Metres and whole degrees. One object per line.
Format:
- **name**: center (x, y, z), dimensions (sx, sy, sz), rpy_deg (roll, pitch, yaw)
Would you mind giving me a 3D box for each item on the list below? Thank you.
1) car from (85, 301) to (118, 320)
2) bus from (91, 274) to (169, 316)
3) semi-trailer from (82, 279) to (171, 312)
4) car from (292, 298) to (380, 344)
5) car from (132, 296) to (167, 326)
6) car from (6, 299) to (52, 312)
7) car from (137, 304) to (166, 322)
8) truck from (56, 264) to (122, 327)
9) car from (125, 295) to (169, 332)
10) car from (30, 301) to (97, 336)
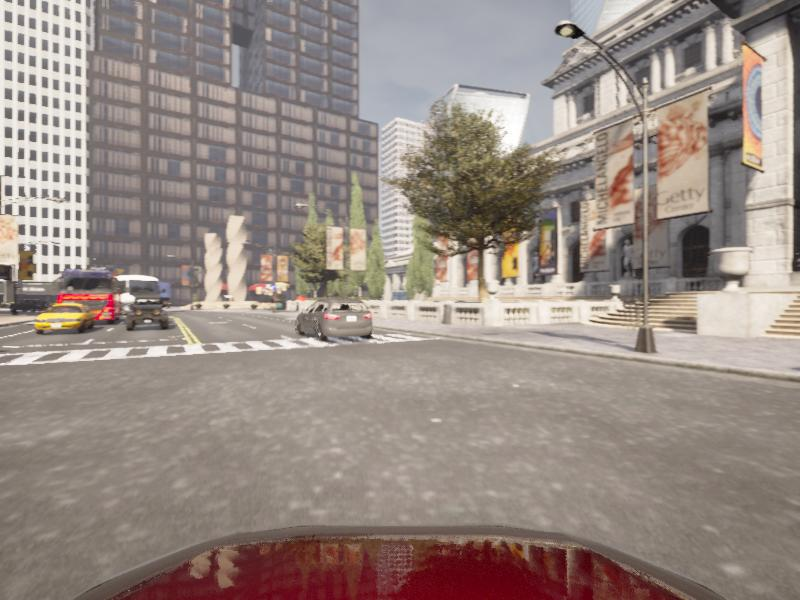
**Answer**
- **car**: center (-26.706, 0.883, 35.732), dimensions (2.038, 1.542, 4.974), rpy_deg (0, 0, -40)
- **bus**: center (-30.188, -0.467, 44.490), dimensions (10.273, 4.253, 3.944), rpy_deg (0, 0, 36)
- **semi-trailer**: center (-38.466, -0.546, 56.050), dimensions (14.254, 4.402, 2.717), rpy_deg (0, -1, 21)
- **car**: center (-2.895, 0.765, 17.062), dimensions (2.242, 1.667, 4.611), rpy_deg (0, 0, -29)
- **car**: center (-17.161, 0.683, 27.521), dimensions (1.905, 1.878, 3.866), rpy_deg (0, 0, -31)
- **car**: center (-51.616, 0.760, 55.698), dimensions (4.605, 1.855, 1.932), rpy_deg (0, 0, 3)
- **car**: center (-20.469, 0.988, 32.901), dimensions (1.895, 1.301, 4.718), rpy_deg (0, 0, -33)
- **truck**: center (-21.842, -0.275, 28.571), dimensions (2.891, 3.827, 8.468), rpy_deg (0, 0, -32)
- **car**: center (-14.140, 0.677, 22.471), dimensions (1.905, 1.878, 3.866), rpy_deg (0, 0, -31)
- **car**: center (-17.095, 0.837, 20.615), dimensions (1.801, 1.575, 5.366), rpy_deg (0, 0, -31)
